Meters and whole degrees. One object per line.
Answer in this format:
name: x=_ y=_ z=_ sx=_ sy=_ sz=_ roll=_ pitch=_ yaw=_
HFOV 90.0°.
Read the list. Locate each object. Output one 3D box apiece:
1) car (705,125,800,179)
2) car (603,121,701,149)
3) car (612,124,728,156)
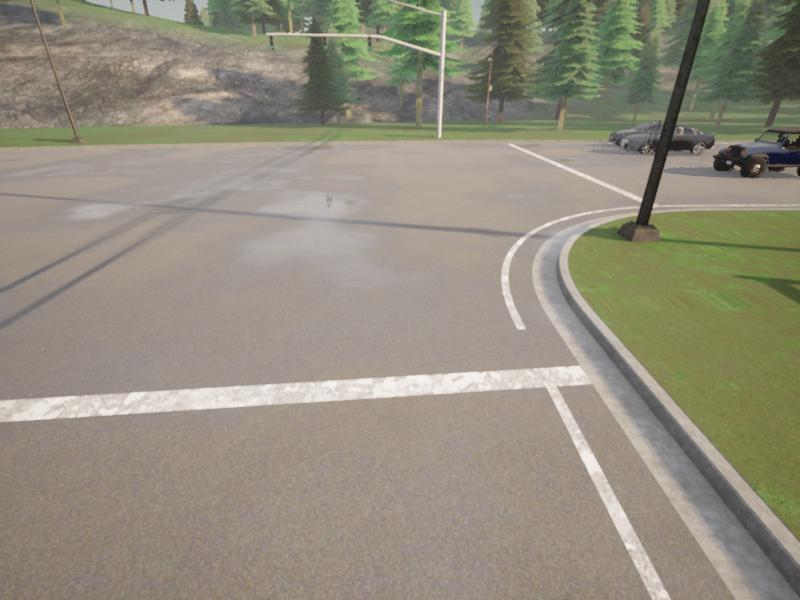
car: x=15.510 y=-6.137 z=16.557 sx=3.866 sy=1.878 sz=1.905 roll=0 pitch=27 yaw=0
car: x=16.252 y=-10.745 z=25.993 sx=4.892 sy=1.490 sz=1.837 roll=0 pitch=27 yaw=0
car: x=15.241 y=-9.155 z=22.868 sx=4.902 sy=1.511 sz=2.128 roll=0 pitch=27 yaw=0
